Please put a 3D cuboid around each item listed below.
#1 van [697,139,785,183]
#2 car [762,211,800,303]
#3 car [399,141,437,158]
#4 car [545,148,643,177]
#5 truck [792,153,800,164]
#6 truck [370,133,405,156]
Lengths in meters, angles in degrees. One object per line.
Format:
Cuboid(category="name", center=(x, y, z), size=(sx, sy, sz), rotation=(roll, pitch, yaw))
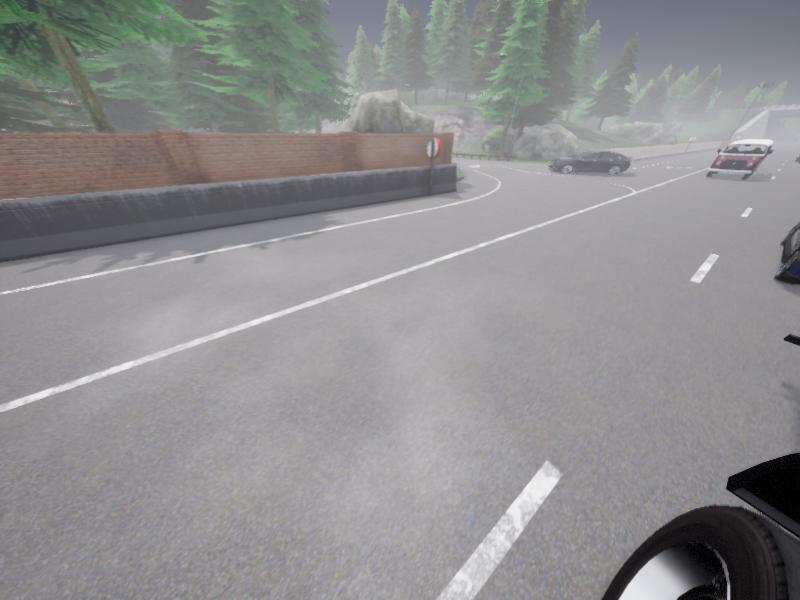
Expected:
Cuboid(category="van", center=(21.561, -8.914, 14.627), size=(4.480, 2.038, 2.069), rotation=(-22, 41, -28))
Cuboid(category="car", center=(8.939, -1.145, 4.055), size=(4.856, 1.649, 2.033), rotation=(-22, 41, -28))
Cuboid(category="car", center=(2.123, -18.931, 28.997), size=(2.033, 1.649, 4.856), rotation=(-22, 40, -27))
Cuboid(category="car", center=(13.625, -9.934, 16.608), size=(4.892, 1.490, 1.837), rotation=(8, 39, 11))
Cuboid(category="truck", center=(40.695, -14.410, 21.913), size=(5.204, 2.467, 2.627), rotation=(-22, 41, -28))
Cuboid(category="truck", center=(-1.836, -22.595, 33.493), size=(2.627, 2.467, 5.204), rotation=(-21, 40, -27))
